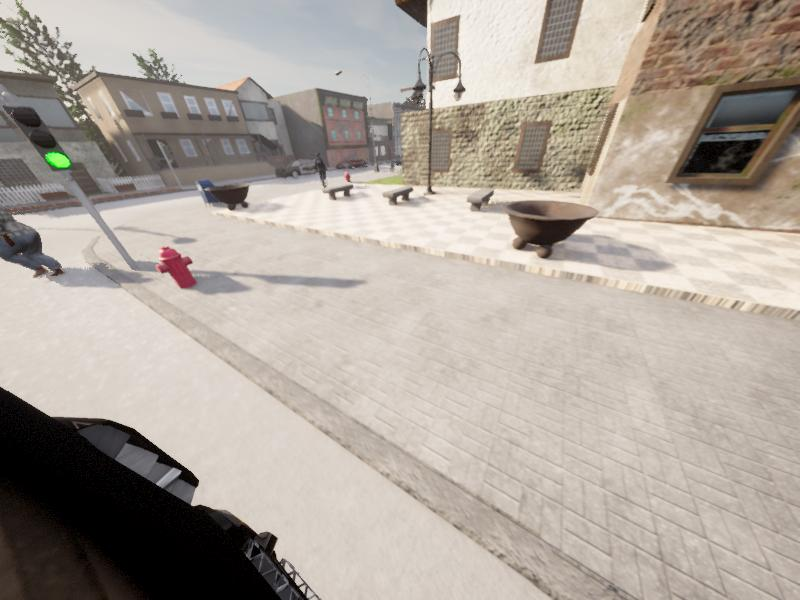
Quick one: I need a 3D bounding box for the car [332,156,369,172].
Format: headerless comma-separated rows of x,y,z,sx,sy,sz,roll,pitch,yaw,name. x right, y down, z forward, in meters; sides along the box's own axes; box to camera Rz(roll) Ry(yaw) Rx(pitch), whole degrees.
-5.991,-16.815,28.410,1.994,1.385,4.181,17,38,27,car

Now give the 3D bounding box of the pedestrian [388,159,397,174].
-0.670,-11.945,20.702,0.500,1.100,0.500,16,38,26,pedestrian

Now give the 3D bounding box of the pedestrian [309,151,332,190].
-4.551,-7.496,13.396,0.751,1.860,0.751,-6,34,-4,pedestrian

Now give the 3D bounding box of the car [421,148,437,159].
5.561,-28.084,44.297,1.789,1.549,3.705,16,38,26,car

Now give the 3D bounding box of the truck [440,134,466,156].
12.093,-35.409,52.761,2.891,3.827,8.468,16,38,26,truck

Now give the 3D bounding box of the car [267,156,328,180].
-9.959,-13.192,23.020,1.930,1.638,5.238,16,38,26,car

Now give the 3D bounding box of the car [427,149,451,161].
6.754,-24.795,39.415,2.033,1.411,5.357,17,38,27,car

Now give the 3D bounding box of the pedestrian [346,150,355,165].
-7.446,-21.270,34.538,0.751,1.860,0.751,14,37,23,pedestrian

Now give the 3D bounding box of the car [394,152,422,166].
1.191,-19.410,31.766,1.994,1.385,4.181,17,38,27,car

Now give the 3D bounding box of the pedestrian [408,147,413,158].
2.138,-30.147,47.151,0.751,1.860,0.751,-27,40,-31,pedestrian

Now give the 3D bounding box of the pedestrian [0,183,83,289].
-7.965,-1.293,4.751,0.751,1.860,0.751,-21,38,-25,pedestrian
